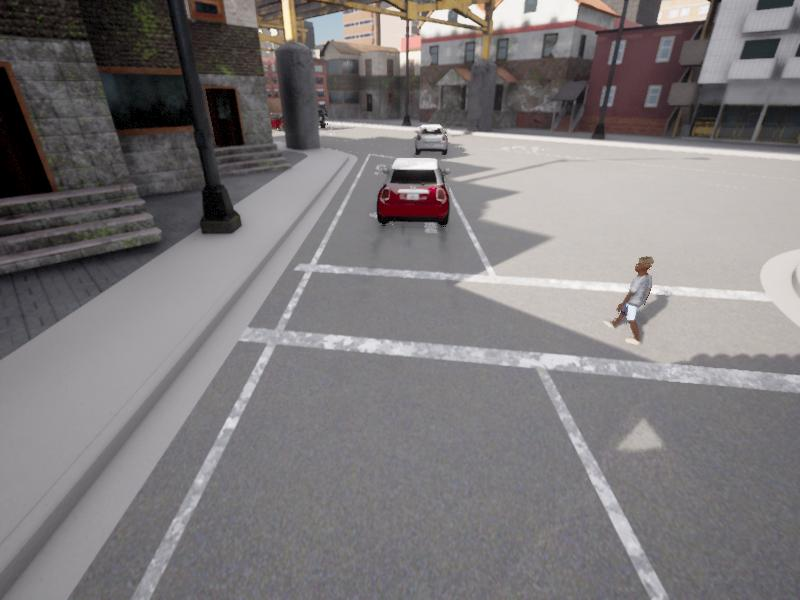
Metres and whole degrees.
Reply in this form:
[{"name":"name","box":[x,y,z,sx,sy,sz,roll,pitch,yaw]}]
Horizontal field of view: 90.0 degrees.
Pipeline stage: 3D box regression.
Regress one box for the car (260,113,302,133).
[{"name":"car","box":[-11.309,-16.874,38.061,1.816,1.474,4.193,-24,36,-39]}]

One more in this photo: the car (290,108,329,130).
[{"name":"car","box":[-9.142,-18.328,40.448,1.905,1.878,3.866,-24,36,-39]}]

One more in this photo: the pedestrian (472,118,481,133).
[{"name":"pedestrian","box":[6.635,-15.121,34.654,0.500,1.100,0.500,23,35,37]}]

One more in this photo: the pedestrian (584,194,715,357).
[{"name":"pedestrian","box":[3.162,-0.328,5.212,0.751,1.860,0.751,-15,31,-27]}]

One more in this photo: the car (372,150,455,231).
[{"name":"car","box":[0.451,-3.271,11.444,1.970,1.475,3.806,2,27,4]}]

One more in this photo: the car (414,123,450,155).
[{"name":"car","box":[1.840,-9.786,24.190,1.970,1.475,3.806,1,27,2]}]
